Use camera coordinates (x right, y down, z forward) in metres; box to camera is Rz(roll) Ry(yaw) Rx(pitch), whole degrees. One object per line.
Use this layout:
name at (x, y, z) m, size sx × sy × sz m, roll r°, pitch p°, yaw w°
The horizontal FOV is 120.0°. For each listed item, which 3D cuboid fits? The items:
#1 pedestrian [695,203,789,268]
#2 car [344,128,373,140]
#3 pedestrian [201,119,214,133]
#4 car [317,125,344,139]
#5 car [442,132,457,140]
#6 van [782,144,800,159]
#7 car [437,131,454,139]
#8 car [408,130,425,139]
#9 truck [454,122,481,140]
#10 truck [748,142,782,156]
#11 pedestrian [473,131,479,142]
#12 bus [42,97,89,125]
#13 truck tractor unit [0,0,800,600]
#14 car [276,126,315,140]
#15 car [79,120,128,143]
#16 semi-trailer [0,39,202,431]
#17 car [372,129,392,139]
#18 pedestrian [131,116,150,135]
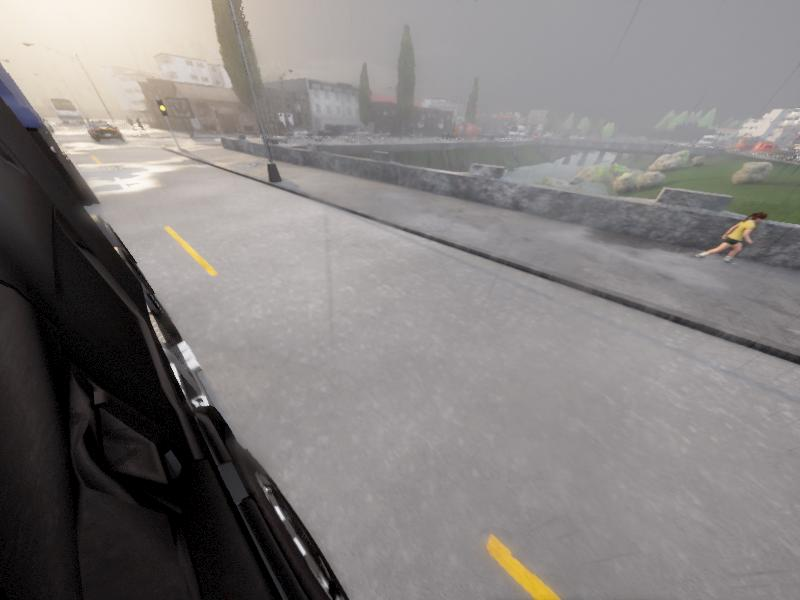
pedestrian at (6.805, -1.300, 4.680) m, size 0.500 × 1.100 × 0.500 m, roll 28°, pitch 44°, yaw 30°
car at (-7.849, -31.758, 44.149) m, size 2.152 × 1.651 × 5.027 m, roll 28°, pitch 44°, yaw 30°
pedestrian at (-32.363, -29.259, 38.862) m, size 0.751 × 1.860 × 0.751 m, roll -3°, pitch 37°, yaw -8°
car at (-12.025, -29.014, 40.002) m, size 1.905 × 1.878 × 3.866 m, roll 28°, pitch 44°, yaw 30°
car at (12.763, -42.022, 59.255) m, size 1.816 × 1.474 × 4.193 m, roll 28°, pitch 44°, yaw 30°
van at (87.864, -32.436, 50.415) m, size 2.351 × 2.431 × 6.366 m, roll 28°, pitch 44°, yaw 30°
car at (12.726, -45.777, 64.127) m, size 1.930 × 1.638 × 5.238 m, roll 28°, pitch 44°, yaw 30°
car at (3.926, -39.775, 55.597) m, size 1.851 × 1.617 × 3.988 m, roll 28°, pitch 44°, yaw 30°
truck at (18.941, -47.131, 64.496) m, size 2.891 × 3.827 × 8.468 m, roll 28°, pitch 44°, yaw 30°
truck at (89.134, -37.033, 56.596) m, size 2.627 × 2.467 × 5.204 m, roll 28°, pitch 44°, yaw 30°
pedestrian at (17.409, -37.353, 52.795) m, size 0.751 × 1.860 × 0.751 m, roll 30°, pitch 45°, yaw 32°
bus at (-72.372, -40.862, 50.016) m, size 10.273 × 4.253 × 3.944 m, roll 28°, pitch 44°, yaw 30°
truck tractor unit at (-2.645, -0.295, 0.351) m, size 6.516 × 4.208 × 3.053 m, roll 28°, pitch 44°, yaw 30°
car at (-16.201, -26.007, 36.030) m, size 2.038 × 1.542 × 4.974 m, roll 29°, pitch 44°, yaw 30°
car at (-28.897, -16.456, 22.492) m, size 4.974 × 1.542 × 2.038 m, roll 28°, pitch 44°, yaw 30°
semi-trailer at (-8.734, -3.582, 4.190) m, size 14.254 × 4.402 × 2.717 m, roll 28°, pitch 44°, yaw 29°
car at (-3.738, -34.561, 48.159) m, size 1.851 × 1.617 × 3.988 m, roll 28°, pitch 44°, yaw 30°
pedestrian at (-32.460, -21.794, 28.882) m, size 0.751 × 1.860 × 0.751 m, roll 24°, pitch 42°, yaw 26°
